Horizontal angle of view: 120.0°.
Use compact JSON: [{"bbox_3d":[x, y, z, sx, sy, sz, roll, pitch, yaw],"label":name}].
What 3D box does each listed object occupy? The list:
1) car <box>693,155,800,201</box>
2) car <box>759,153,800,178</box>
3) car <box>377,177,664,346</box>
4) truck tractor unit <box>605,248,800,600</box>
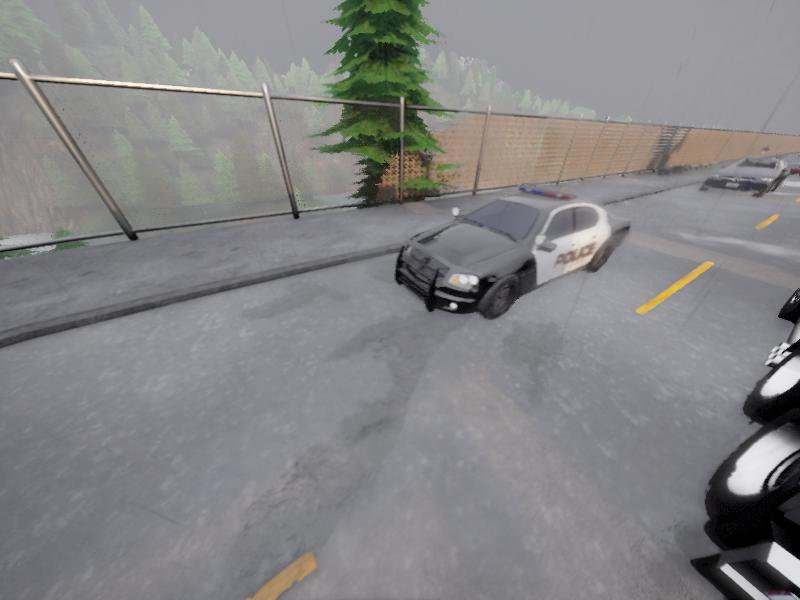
[{"bbox_3d":[18.413,-6.562,12.167,5.027,1.651,2.152,-18,39,-24],"label":"car"},{"bbox_3d":[32.245,-11.034,18.840,4.792,1.488,2.163,-18,39,-24],"label":"car"},{"bbox_3d":[2.288,-1.227,4.442,4.974,1.542,2.038,-18,39,-25],"label":"car"},{"bbox_3d":[5.081,-0.331,0.816,6.516,4.208,3.053,-20,40,-25],"label":"truck tractor unit"}]
